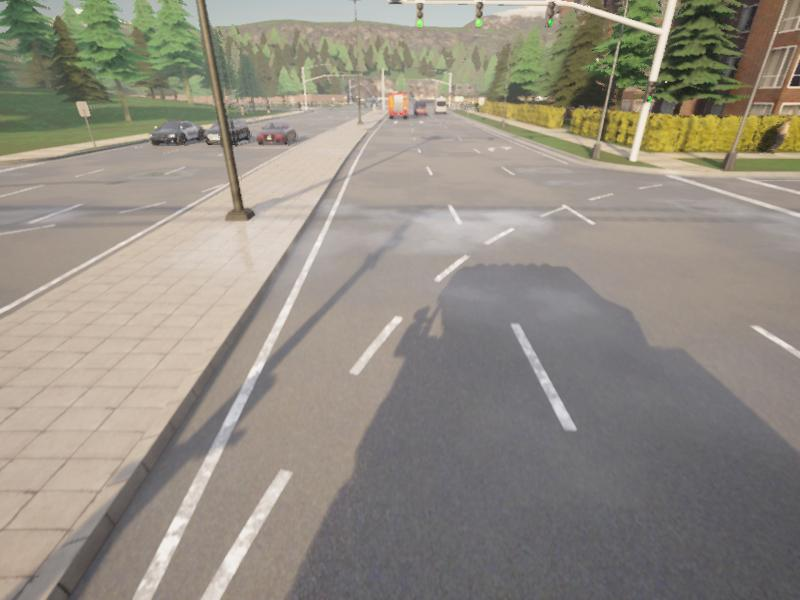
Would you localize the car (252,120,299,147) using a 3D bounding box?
[{"bbox_3d":[-8.587,-11.690,27.995,1.994,1.385,4.181,0,27,0],"label":"car"}]

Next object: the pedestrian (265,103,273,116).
[{"bbox_3d":[-20.171,-29.316,61.490,0.751,1.860,0.751,1,27,2],"label":"pedestrian"}]

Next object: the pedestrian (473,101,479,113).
[{"bbox_3d":[13.787,-35.023,72.506,0.751,1.860,0.751,-1,27,-1],"label":"pedestrian"}]

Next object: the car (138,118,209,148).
[{"bbox_3d":[-15.591,-11.730,27.920,2.038,1.542,4.974,0,27,0],"label":"car"}]

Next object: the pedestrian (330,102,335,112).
[{"bbox_3d":[-13.675,-39.023,80.765,0.751,1.860,0.751,-4,27,-8],"label":"pedestrian"}]

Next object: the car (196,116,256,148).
[{"bbox_3d":[-12.101,-11.967,28.262,2.033,1.649,4.856,0,28,0],"label":"car"}]

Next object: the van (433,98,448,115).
[{"bbox_3d":[6.995,-33.839,69.868,1.988,2.561,5.915,0,27,1],"label":"van"}]

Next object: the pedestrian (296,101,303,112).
[{"bbox_3d":[-18.831,-36.254,75.025,0.751,1.860,0.751,5,28,11],"label":"pedestrian"}]

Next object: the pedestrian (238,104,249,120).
[{"bbox_3d":[-20.187,-24.238,51.581,0.751,1.860,0.751,1,27,2],"label":"pedestrian"}]

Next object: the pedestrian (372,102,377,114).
[{"bbox_3d":[-4.276,-32.595,67.845,0.751,1.860,0.751,-3,27,-5],"label":"pedestrian"}]

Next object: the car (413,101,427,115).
[{"bbox_3d":[3.496,-33.877,70.497,2.150,2.045,5.566,0,27,1],"label":"car"}]

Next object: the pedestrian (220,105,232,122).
[{"bbox_3d":[-20.563,-22.088,47.388,0.751,1.860,0.751,0,27,1],"label":"pedestrian"}]

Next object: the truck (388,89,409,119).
[{"bbox_3d":[-0.167,-29.558,60.136,2.891,3.827,8.468,0,27,1],"label":"truck"}]

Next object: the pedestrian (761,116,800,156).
[{"bbox_3d":[19.841,-8.544,20.807,0.751,1.860,0.751,1,27,1],"label":"pedestrian"}]

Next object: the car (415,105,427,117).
[{"bbox_3d":[3.370,-30.429,64.251,1.851,1.617,3.988,0,27,1],"label":"car"}]
